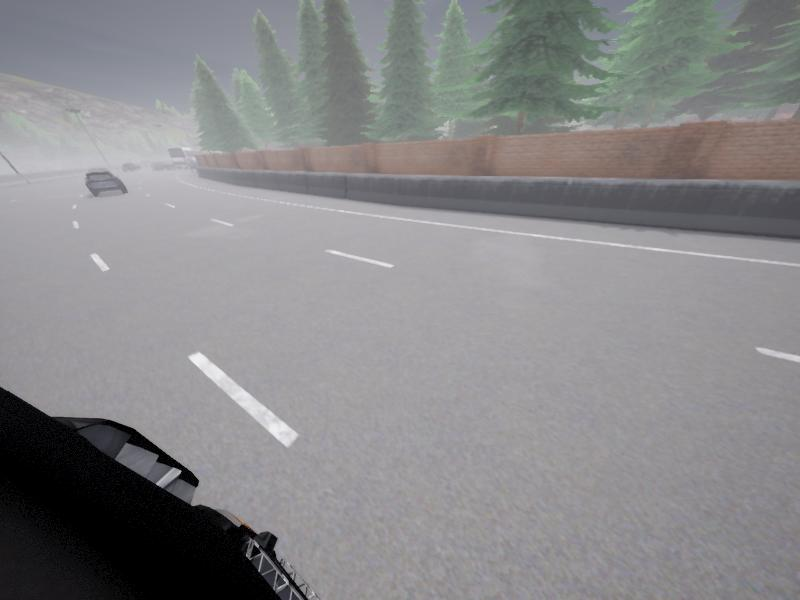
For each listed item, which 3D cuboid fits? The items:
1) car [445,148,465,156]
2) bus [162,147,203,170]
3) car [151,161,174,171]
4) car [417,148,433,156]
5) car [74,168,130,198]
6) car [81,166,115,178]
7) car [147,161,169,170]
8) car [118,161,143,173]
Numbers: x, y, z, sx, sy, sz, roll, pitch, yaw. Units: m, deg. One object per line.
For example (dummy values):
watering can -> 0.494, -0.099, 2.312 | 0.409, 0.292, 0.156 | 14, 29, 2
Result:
car -> 13.240, -35.933, 56.109 | 1.812, 1.442, 4.674 | -25, 39, -30
bus -> -52.788, -34.753, 56.567 | 3.944, 4.253, 10.273 | -17, 36, -20
car -> -53.128, -29.962, 51.721 | 2.152, 1.651, 5.027 | -18, 37, -22
car -> 6.797, -40.825, 63.667 | 2.097, 1.767, 4.553 | -20, 37, -25
car -> -23.961, -9.600, 18.765 | 4.856, 1.649, 2.033 | 26, 44, 37
car -> -54.369, -23.161, 41.710 | 2.033, 1.411, 5.357 | -20, 37, -24
car -> -60.551, -33.647, 57.836 | 2.033, 1.649, 4.856 | -15, 36, -18
car -> -61.611, -30.494, 52.912 | 1.932, 1.855, 4.605 | -17, 37, -20
